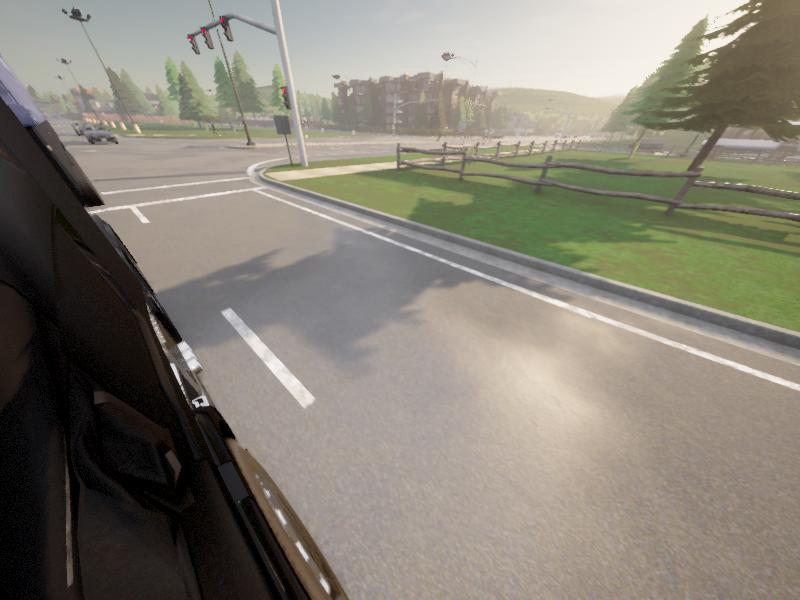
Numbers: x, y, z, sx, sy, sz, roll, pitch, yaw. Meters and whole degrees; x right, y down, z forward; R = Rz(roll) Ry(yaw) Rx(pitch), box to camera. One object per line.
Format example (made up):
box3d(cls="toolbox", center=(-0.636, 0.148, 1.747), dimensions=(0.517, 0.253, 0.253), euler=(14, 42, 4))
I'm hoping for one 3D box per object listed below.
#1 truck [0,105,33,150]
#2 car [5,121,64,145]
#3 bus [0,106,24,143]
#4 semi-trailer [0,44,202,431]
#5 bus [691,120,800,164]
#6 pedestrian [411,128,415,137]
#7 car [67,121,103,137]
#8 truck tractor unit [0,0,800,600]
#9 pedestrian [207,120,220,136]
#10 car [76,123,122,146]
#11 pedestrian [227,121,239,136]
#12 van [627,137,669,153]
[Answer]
box3d(cls="truck", center=(-28.716, -10.966, 14.632), dimensions=(2.627, 2.467, 5.204), euler=(29, 46, 31))
box3d(cls="car", center=(-31.564, -14.537, 20.068), dimensions=(4.902, 1.511, 2.128), euler=(28, 44, 30))
box3d(cls="bus", center=(-37.945, -16.391, 19.919), dimensions=(10.273, 4.253, 3.944), euler=(28, 44, 30))
box3d(cls="semi-trailer", center=(-8.702, -3.583, 4.250), dimensions=(14.254, 4.402, 2.717), euler=(28, 44, 30))
box3d(cls="bus", center=(48.122, -21.269, 30.953), dimensions=(10.273, 4.253, 3.944), euler=(28, 44, 30))
box3d(cls="pedestrian", center=(3.521, -45.290, 62.566), dimensions=(0.751, 1.860, 0.751), euler=(28, 44, 30))
box3d(cls="car", center=(-39.062, -21.251, 28.648), dimensions=(3.806, 1.475, 1.970), euler=(28, 44, 30))
box3d(cls="truck tractor unit", center=(-2.645, -0.295, 0.351), dimensions=(6.516, 4.208, 3.053), euler=(28, 44, 30))
box3d(cls="pedestrian", center=(-28.255, -26.074, 35.031), dimensions=(0.751, 1.860, 0.751), euler=(-29, 47, -35))
box3d(cls="car", center=(-27.542, -15.134, 21.106), dimensions=(4.193, 1.474, 1.816), euler=(28, 44, 30))
box3d(cls="pedestrian", center=(-26.264, -27.020, 36.396), dimensions=(0.751, 1.860, 0.751), euler=(31, 45, 33))
box3d(cls="van", center=(42.079, -26.422, 39.389), dimensions=(4.442, 1.987, 1.775), euler=(28, 44, 30))
